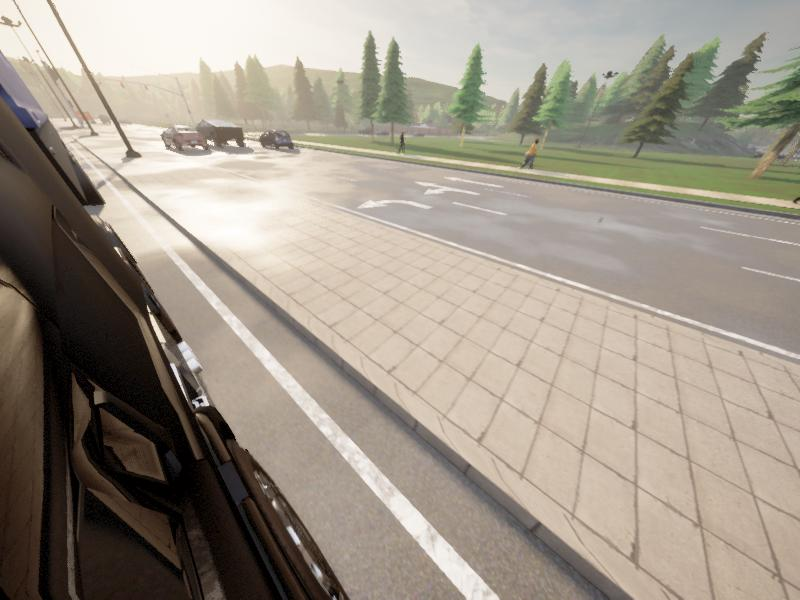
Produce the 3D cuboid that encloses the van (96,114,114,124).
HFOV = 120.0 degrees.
[{"bbox_3d":[-77.992,-47.821,61.062,4.442,1.987,1.775,28,43,30],"label":"van"}]

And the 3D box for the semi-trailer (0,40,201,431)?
[{"bbox_3d":[-8.681,-3.613,4.250,14.254,4.402,2.717,28,44,30],"label":"semi-trailer"}]

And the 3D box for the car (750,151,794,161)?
[{"bbox_3d":[71.191,-27.642,44.230,4.718,1.301,1.895,2,37,-1],"label":"car"}]

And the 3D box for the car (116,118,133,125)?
[{"bbox_3d":[-75.226,-48.846,63.099,5.357,1.411,2.033,28,43,30],"label":"car"}]

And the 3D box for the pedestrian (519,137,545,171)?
[{"bbox_3d":[8.760,-9.684,15.361,0.751,1.860,0.751,29,44,31],"label":"pedestrian"}]

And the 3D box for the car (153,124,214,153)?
[{"bbox_3d":[-18.203,-13.641,19.417,5.027,1.651,2.152,28,43,30],"label":"car"}]

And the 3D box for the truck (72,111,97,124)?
[{"bbox_3d":[-79.671,-46.187,58.357,5.204,2.467,2.627,28,43,30],"label":"truck"}]

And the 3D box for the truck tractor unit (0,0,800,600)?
[{"bbox_3d":[-2.645,-0.295,0.351,6.516,4.208,3.053,28,44,30],"label":"truck tractor unit"}]

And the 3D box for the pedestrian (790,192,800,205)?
[{"bbox_3d":[17.749,-4.869,9.489,0.751,1.860,0.751,29,44,31],"label":"pedestrian"}]

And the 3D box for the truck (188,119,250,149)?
[{"bbox_3d":[-17.732,-16.302,22.616,6.274,2.098,2.390,28,43,29],"label":"truck"}]

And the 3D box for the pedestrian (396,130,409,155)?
[{"bbox_3d":[0.207,-14.211,20.877,0.751,1.860,0.751,28,44,30],"label":"pedestrian"}]

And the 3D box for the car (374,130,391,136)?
[{"bbox_3d":[-5.083,-48.520,67.119,1.837,1.490,4.892,28,44,30],"label":"car"}]

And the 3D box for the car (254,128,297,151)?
[{"bbox_3d":[-12.449,-16.044,23.023,3.988,1.617,1.851,28,43,29],"label":"car"}]

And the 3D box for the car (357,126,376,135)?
[{"bbox_3d":[-10.225,-51.731,70.642,2.150,2.045,5.566,28,44,30],"label":"car"}]
